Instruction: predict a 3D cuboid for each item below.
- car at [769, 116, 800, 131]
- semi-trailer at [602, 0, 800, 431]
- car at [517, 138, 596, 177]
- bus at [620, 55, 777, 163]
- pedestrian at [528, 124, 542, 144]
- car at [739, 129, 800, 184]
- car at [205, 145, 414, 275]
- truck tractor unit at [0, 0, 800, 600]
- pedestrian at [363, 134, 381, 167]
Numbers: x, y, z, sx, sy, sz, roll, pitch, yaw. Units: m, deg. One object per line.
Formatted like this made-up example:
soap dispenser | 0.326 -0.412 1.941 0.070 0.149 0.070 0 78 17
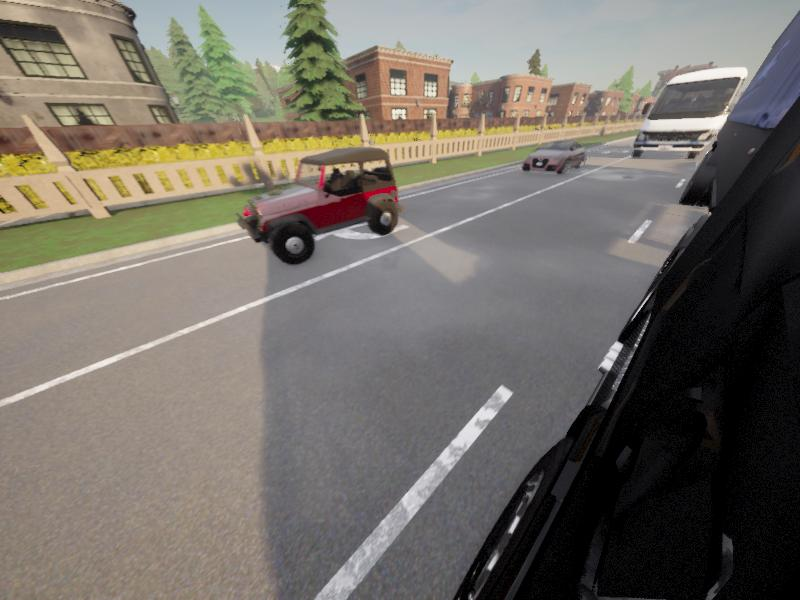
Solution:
car | 54.638 -24.985 32.722 3.806 1.475 1.970 -29 44 -31
semi-trailer | 8.503 -3.714 4.435 14.254 4.402 2.717 -30 44 -32
car | 8.592 -7.900 12.682 4.181 1.385 1.994 -29 44 -31
bus | 19.774 -12.385 15.595 10.273 4.253 3.944 -29 44 -31
pedestrian | 15.866 -19.510 27.236 0.751 1.860 0.751 -29 44 -31
car | 16.394 -6.058 9.549 4.902 1.511 2.128 -28 44 -30
car | -1.735 -2.440 5.520 3.866 1.878 1.905 -29 44 -31
truck tractor unit | 2.645 -0.295 0.351 6.516 4.208 3.053 -28 44 -30
pedestrian | -1.868 -10.154 15.717 0.751 1.860 0.751 -29 44 -31
